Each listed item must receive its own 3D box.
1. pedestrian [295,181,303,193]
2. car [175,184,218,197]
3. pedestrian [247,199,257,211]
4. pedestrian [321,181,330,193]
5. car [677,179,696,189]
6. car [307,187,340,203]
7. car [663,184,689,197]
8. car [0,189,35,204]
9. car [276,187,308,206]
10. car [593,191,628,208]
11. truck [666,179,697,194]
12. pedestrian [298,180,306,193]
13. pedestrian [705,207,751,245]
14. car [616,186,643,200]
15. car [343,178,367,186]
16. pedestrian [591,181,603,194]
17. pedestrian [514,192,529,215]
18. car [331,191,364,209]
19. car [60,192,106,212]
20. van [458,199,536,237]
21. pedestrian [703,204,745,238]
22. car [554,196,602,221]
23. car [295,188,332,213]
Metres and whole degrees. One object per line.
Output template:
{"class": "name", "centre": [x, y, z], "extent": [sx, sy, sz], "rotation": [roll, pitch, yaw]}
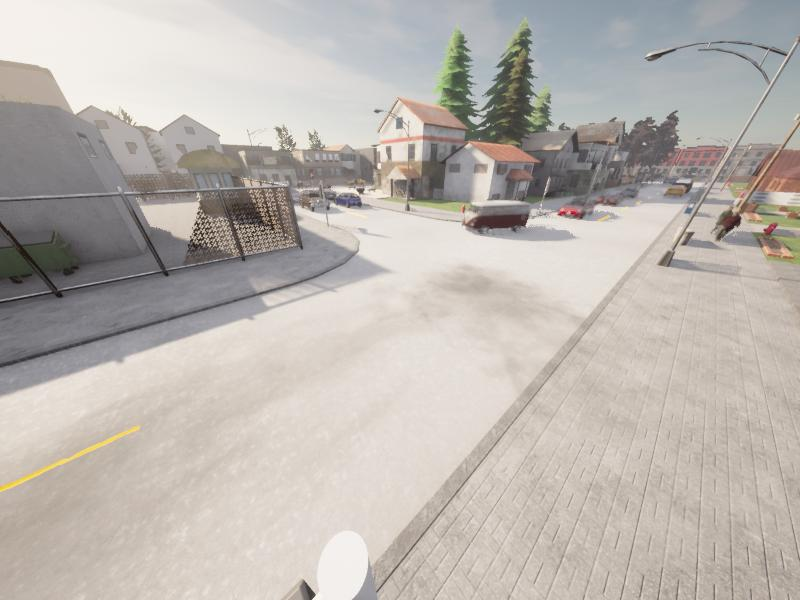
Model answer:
{"class": "pedestrian", "centre": [-17.443, -19.533, 39.929], "extent": [0.751, 1.860, 0.751], "rotation": [21, 36, 32]}
{"class": "car", "centre": [-32.426, -17.560, 36.909], "extent": [4.902, 1.511, 2.128], "rotation": [-22, 37, -33]}
{"class": "pedestrian", "centre": [-14.812, -9.539, 23.171], "extent": [0.500, 1.100, 0.500], "rotation": [-22, 37, -33]}
{"class": "pedestrian", "centre": [-12.418, -18.792, 38.421], "extent": [0.751, 1.860, 0.751], "rotation": [18, 34, 28]}
{"class": "car", "centre": [60.421, -24.417, 48.690], "extent": [3.988, 1.617, 1.851], "rotation": [-22, 37, -33]}
{"class": "car", "centre": [-10.279, -14.123, 30.987], "extent": [2.163, 1.488, 4.792], "rotation": [-23, 37, -34]}
{"class": "car", "centre": [43.629, -17.307, 36.445], "extent": [5.008, 1.535, 1.882], "rotation": [-23, 37, -34]}
{"class": "car", "centre": [-50.239, -12.762, 28.616], "extent": [4.892, 1.490, 1.837], "rotation": [-23, 37, -34]}
{"class": "car", "centre": [-13.614, -13.088, 29.046], "extent": [2.033, 1.649, 4.856], "rotation": [-22, 37, -33]}
{"class": "car", "centre": [25.077, -12.067, 27.538], "extent": [4.181, 1.385, 1.994], "rotation": [-23, 37, -34]}
{"class": "truck", "centre": [49.349, -19.950, 40.461], "extent": [6.274, 2.098, 2.390], "rotation": [-23, 37, -34]}
{"class": "pedestrian", "centre": [-17.148, -19.871, 40.407], "extent": [0.751, 1.860, 0.751], "rotation": [21, 36, 31]}
{"class": "pedestrian", "centre": [18.647, -4.213, 13.186], "extent": [0.751, 1.860, 0.751], "rotation": [-26, 39, -37]}
{"class": "car", "centre": [33.393, -15.622, 33.536], "extent": [3.633, 1.501, 1.845], "rotation": [-23, 37, -34]}
{"class": "car", "centre": [-11.035, -29.263, 57.110], "extent": [5.366, 1.575, 1.801], "rotation": [-24, 37, -35]}
{"class": "pedestrian", "centre": [32.030, -18.324, 37.628], "extent": [0.751, 1.860, 0.751], "rotation": [-23, 37, -34]}
{"class": "pedestrian", "centre": [11.131, -8.823, 21.173], "extent": [0.751, 1.860, 0.751], "rotation": [14, 33, 23]}
{"class": "car", "centre": [-6.095, -11.608, 26.637], "extent": [1.816, 1.474, 4.193], "rotation": [-23, 37, -34]}
{"class": "car", "centre": [-33.330, -10.450, 24.440], "extent": [1.816, 1.474, 4.193], "rotation": [-23, 37, -34]}
{"class": "van", "centre": [6.579, -5.761, 15.999], "extent": [4.442, 1.987, 1.775], "rotation": [-7, 32, -12]}
{"class": "pedestrian", "centre": [20.224, -4.955, 14.470], "extent": [0.751, 1.860, 0.751], "rotation": [25, 38, 36]}
{"class": "car", "centre": [16.348, -8.478, 21.163], "extent": [4.514, 1.525, 2.007], "rotation": [-23, 37, -34]}
{"class": "car", "centre": [-9.197, -10.625, 24.531], "extent": [1.932, 1.855, 4.605], "rotation": [-21, 36, -32]}
